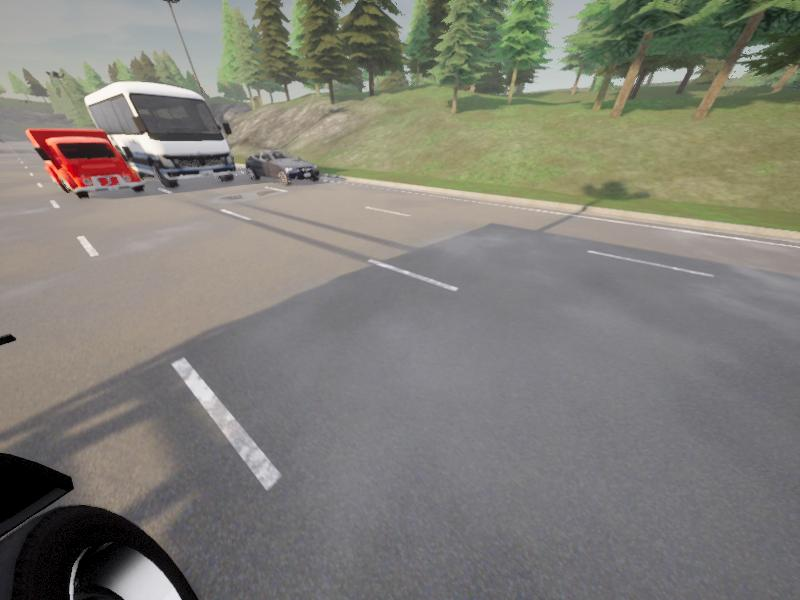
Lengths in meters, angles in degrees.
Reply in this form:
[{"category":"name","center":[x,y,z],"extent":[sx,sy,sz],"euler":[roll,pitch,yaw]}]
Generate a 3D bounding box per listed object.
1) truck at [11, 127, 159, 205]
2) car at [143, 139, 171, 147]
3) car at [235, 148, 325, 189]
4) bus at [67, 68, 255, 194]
[{"category":"truck","center":[-14.234,-6.265,10.526],"extent":[5.204,2.467,2.627],"euler":[22,41,28]},{"category":"car","center":[-60.423,-39.073,57.542],"extent":[2.128,1.511,4.902],"euler":[-3,35,-5]},{"category":"car","center":[-7.114,-7.920,13.672],"extent":[5.027,1.651,2.152],"euler":[22,41,28]},{"category":"bus","center":[-13.772,-9.364,13.379],"extent":[10.273,4.253,3.944],"euler":[22,41,28]}]
